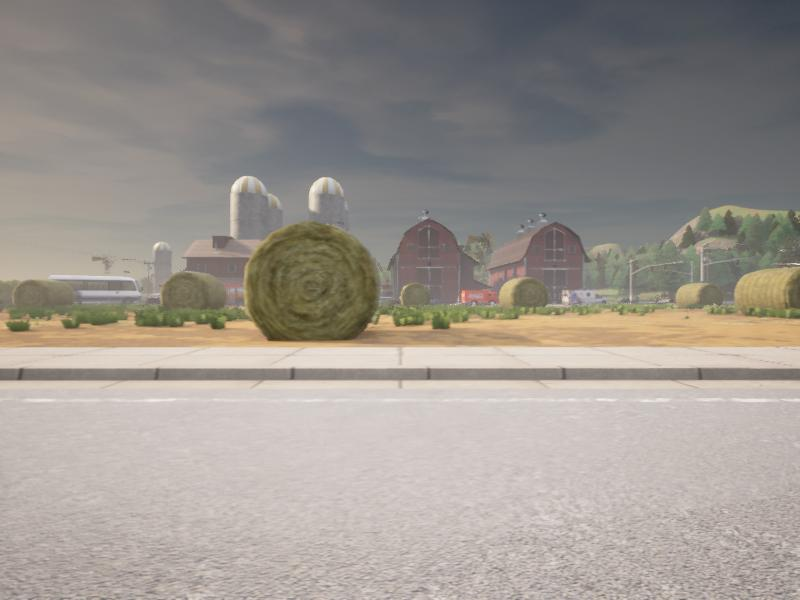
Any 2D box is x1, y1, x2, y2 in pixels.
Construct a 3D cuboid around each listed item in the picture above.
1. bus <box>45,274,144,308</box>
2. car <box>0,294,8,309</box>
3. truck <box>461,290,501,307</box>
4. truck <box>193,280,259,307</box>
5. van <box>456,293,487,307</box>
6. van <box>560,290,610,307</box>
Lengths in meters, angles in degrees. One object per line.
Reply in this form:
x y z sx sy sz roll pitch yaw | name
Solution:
-40.903 -1.105 54.279 10.273 4.253 3.944 0 0 -31 | bus
-46.344 0.147 44.015 2.097 1.767 4.553 0 0 -3 | car
11.654 -0.241 57.963 5.204 2.467 2.627 0 0 -4 | truck
-25.527 -0.902 58.997 8.468 3.827 2.891 0 0 -4 | truck
10.938 -0.003 61.422 4.442 1.987 1.775 0 0 -4 | van
27.259 -0.225 59.007 6.366 2.431 2.351 0 0 -4 | van
